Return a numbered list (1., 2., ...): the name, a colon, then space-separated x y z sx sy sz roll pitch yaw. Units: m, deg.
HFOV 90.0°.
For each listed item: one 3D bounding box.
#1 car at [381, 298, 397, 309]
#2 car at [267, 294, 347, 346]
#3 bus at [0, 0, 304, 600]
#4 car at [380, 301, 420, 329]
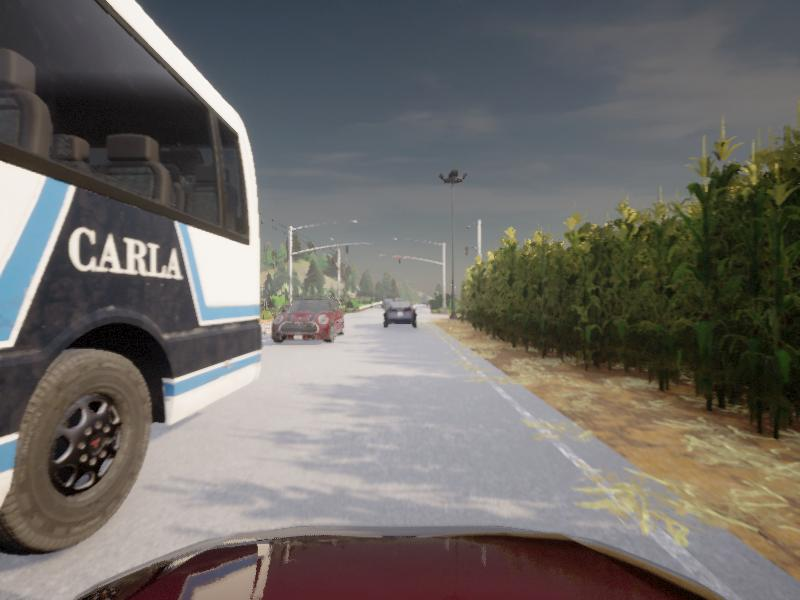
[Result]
1. car: -1.631 0.459 59.356 1.812 1.442 4.674 0 3 6
2. car: -3.492 0.689 15.985 2.097 1.767 4.553 0 0 0
3. bus: -3.425 -0.533 0.534 3.944 4.253 10.273 0 0 1
4. car: 0.024 0.844 24.195 2.163 1.488 4.792 0 0 0
